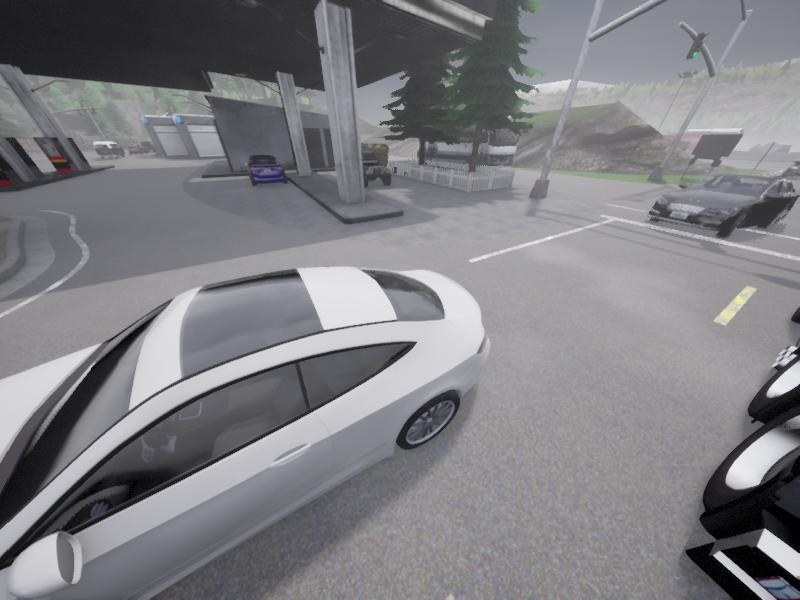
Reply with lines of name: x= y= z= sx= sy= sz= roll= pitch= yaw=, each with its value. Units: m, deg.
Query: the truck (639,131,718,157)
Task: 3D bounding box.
truck: x=52.739 y=-29.873 z=44.234 sx=2.891 sy=3.827 sz=8.468 roll=-18 pitch=39 yaw=-24

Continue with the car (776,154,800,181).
car: x=30.432 y=-9.779 z=16.905 sx=4.974 sy=1.542 sz=2.038 roll=-18 pitch=39 yaw=-24

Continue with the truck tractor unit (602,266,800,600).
truck tractor unit: x=5.115 y=-0.296 z=0.783 sx=6.516 sy=4.208 sz=3.053 roll=-18 pitch=39 yaw=-24

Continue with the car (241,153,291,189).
car: x=-9.248 y=-8.987 z=15.819 sx=2.242 sy=1.667 sz=4.611 roll=-18 pitch=39 yaw=-25

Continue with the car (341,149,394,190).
car: x=-2.173 y=-8.582 z=14.995 sx=1.905 sy=1.878 sz=3.866 roll=-18 pitch=39 yaw=-25

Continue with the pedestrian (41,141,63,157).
pedestrian: x=-50.629 y=-22.002 z=33.613 sx=0.751 sy=1.860 sz=0.751 roll=-17 pitch=38 yaw=-23

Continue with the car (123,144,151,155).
car: x=-47.033 y=-26.996 z=41.432 sx=2.007 sy=1.525 sz=4.514 roll=-18 pitch=39 yaw=-24

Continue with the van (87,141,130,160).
van: x=-41.080 y=-21.254 z=32.759 sx=2.069 sy=2.038 sz=4.480 roll=-18 pitch=39 yaw=-24

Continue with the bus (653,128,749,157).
bus: x=59.268 y=-31.416 z=46.119 sx=3.944 sy=4.253 sz=10.273 roll=-18 pitch=39 yaw=-24

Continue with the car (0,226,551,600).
car: x=-1.280 y=0.677 z=1.914 sx=4.674 sy=1.442 sz=1.812 roll=-18 pitch=38 yaw=-25

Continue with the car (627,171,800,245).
car: x=10.256 y=-3.099 z=7.266 sx=4.902 sy=1.511 sz=2.128 roll=-11 pitch=36 yaw=-19

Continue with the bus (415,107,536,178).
bus: x=5.851 y=-14.369 z=21.276 sx=3.944 sy=4.253 sz=10.273 roll=-18 pitch=39 yaw=-24
